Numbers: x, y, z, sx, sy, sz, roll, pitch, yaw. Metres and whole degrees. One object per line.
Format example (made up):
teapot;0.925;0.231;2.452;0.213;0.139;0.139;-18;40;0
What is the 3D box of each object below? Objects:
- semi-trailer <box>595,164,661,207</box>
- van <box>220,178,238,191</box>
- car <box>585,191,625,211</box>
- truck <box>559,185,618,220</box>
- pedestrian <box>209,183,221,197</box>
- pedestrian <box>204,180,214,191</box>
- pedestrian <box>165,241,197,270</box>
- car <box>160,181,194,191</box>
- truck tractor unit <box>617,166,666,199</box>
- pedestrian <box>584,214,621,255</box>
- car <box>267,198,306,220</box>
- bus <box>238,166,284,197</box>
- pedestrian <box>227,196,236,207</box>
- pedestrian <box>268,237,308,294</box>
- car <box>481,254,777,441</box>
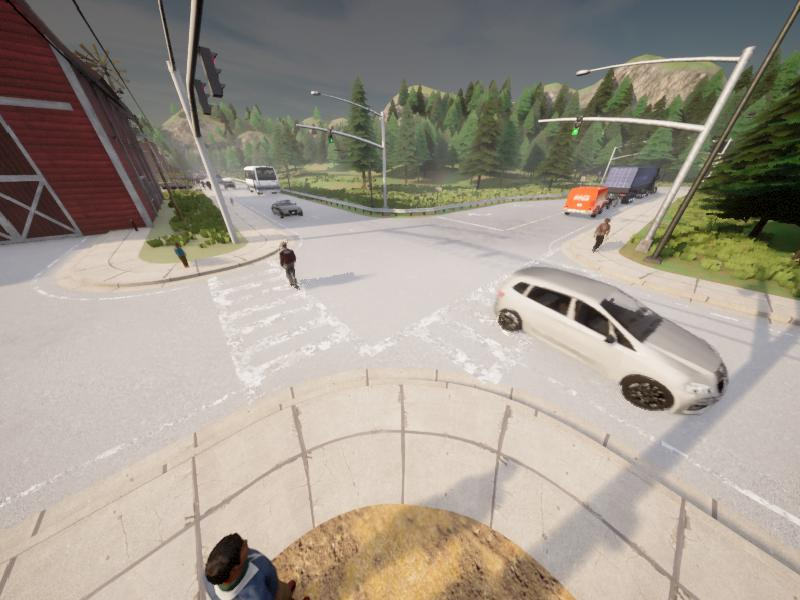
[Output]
semi-trailer;31.130;-15.800;31.242;14.254;4.402;2.717;-22;37;-34
van;-35.398;-23.975;47.839;2.069;2.038;4.480;-22;37;-33
car;23.813;-11.550;26.810;4.902;1.511;2.128;-22;37;-33
truck;18.192;-9.531;22.327;5.204;2.467;2.627;-23;37;-34
pedestrian;-27.824;-16.505;34.722;0.751;1.860;0.751;25;38;36
pedestrian;-35.529;-21.274;42.983;0.751;1.860;0.751;-15;33;-24
pedestrian;-9.681;-1.971;10.255;0.500;1.100;0.500;9;31;15
car;-45.444;-23.247;47.133;4.792;1.488;2.163;-24;37;-35
truck tractor unit;37.245;-18.221;35.642;6.516;4.208;3.053;-22;37;-33
pedestrian;10.369;-3.361;11.918;0.751;1.860;0.751;14;33;23
car;-11.084;-8.948;22.479;1.994;1.385;4.181;-22;37;-33
bus;-24.512;-20.990;40.454;3.944;4.253;10.273;-22;37;-33
pedestrian;-19.284;-11.318;26.498;0.500;1.100;0.500;-19;35;-29
pedestrian;-4.148;-1.293;8.627;0.751;1.860;0.751;-23;37;-34
car;4.792;0.486;5.831;2.242;1.667;4.611;-19;35;-29
